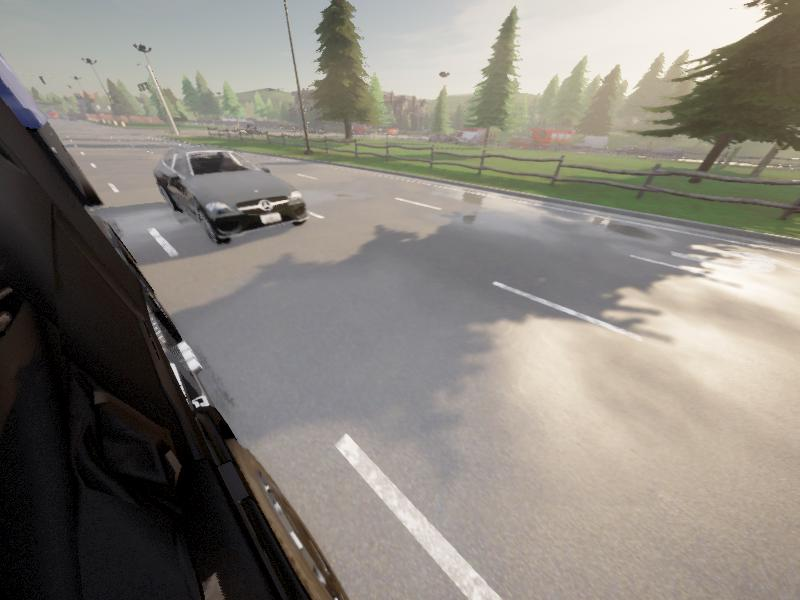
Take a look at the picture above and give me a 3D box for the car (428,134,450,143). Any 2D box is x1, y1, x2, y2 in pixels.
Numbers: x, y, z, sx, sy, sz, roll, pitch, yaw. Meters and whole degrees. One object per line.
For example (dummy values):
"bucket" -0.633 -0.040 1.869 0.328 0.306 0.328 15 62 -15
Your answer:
"car" 9.636 -40.121 57.390 4.856 1.649 2.033 28 43 30

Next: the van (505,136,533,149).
"van" 24.503 -32.364 47.527 4.442 1.987 1.775 28 43 30

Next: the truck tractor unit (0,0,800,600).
"truck tractor unit" -2.645 -0.295 0.351 6.516 4.208 3.053 28 44 30

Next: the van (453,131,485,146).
"van" 15.803 -37.174 53.115 6.366 2.431 2.351 28 43 30

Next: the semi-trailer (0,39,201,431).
"semi-trailer" -8.704 -3.579 4.253 14.254 4.402 2.717 28 43 30

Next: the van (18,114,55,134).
"van" -47.233 -22.939 30.073 4.442 1.987 1.775 28 43 30

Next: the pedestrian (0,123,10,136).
"pedestrian" -42.864 -18.543 24.458 0.751 1.860 0.751 29 44 31

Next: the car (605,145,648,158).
"car" 37.985 -24.993 38.815 4.892 1.490 1.837 28 43 30

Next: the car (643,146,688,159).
"car" 46.469 -25.932 40.606 5.008 1.535 1.882 28 43 30

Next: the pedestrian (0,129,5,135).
"pedestrian" -44.298 -18.993 24.974 0.751 1.860 0.751 24 41 26

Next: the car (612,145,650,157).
"car" 42.536 -27.693 42.748 4.514 1.525 2.007 21 40 24

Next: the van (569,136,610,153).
"van" 39.646 -32.709 48.477 5.915 2.561 1.988 28 43 30

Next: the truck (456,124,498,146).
"truck" 18.068 -39.264 54.921 8.468 3.827 2.891 28 43 30

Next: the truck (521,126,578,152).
"truck" 30.165 -32.831 46.979 8.468 3.827 2.891 28 43 30

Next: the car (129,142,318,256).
"car" -4.734 -3.040 6.143 5.027 1.651 2.152 28 43 30
